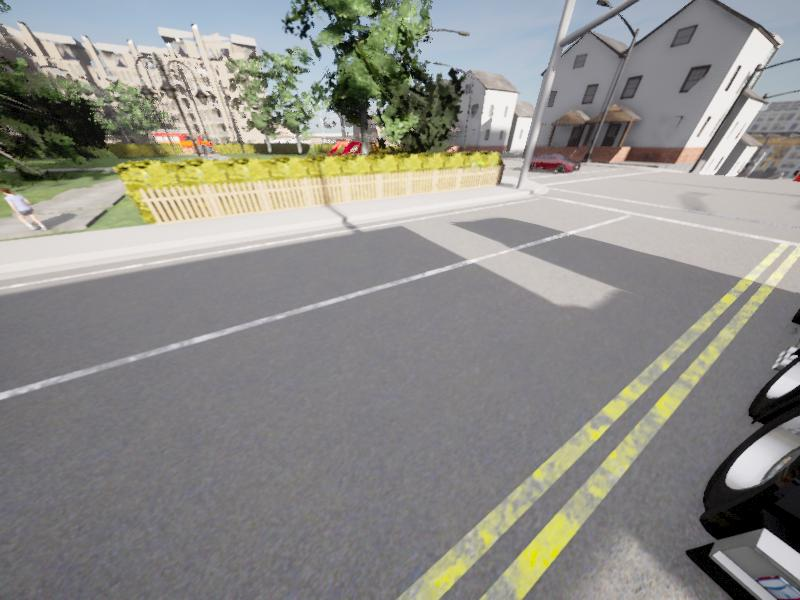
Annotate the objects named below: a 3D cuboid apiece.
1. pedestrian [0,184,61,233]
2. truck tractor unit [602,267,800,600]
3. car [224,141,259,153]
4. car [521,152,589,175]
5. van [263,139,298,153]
[{"bbox_3d":[-9.842,-2.384,6.021,0.500,1.100,0.500,3,35,4],"label":"pedestrian"},{"bbox_3d":[5.119,-0.289,0.790,6.516,4.208,3.053,-18,38,-24],"label":"truck tractor unit"},{"bbox_3d":[-33.359,-32.325,48.849,5.566,2.045,2.150,-17,38,-23],"label":"car"},{"bbox_3d":[13.142,-11.778,19.850,1.994,1.385,4.181,-21,40,-27],"label":"car"},{"bbox_3d":[-26.732,-34.539,51.717,6.366,2.431,2.351,-17,38,-23],"label":"van"}]
